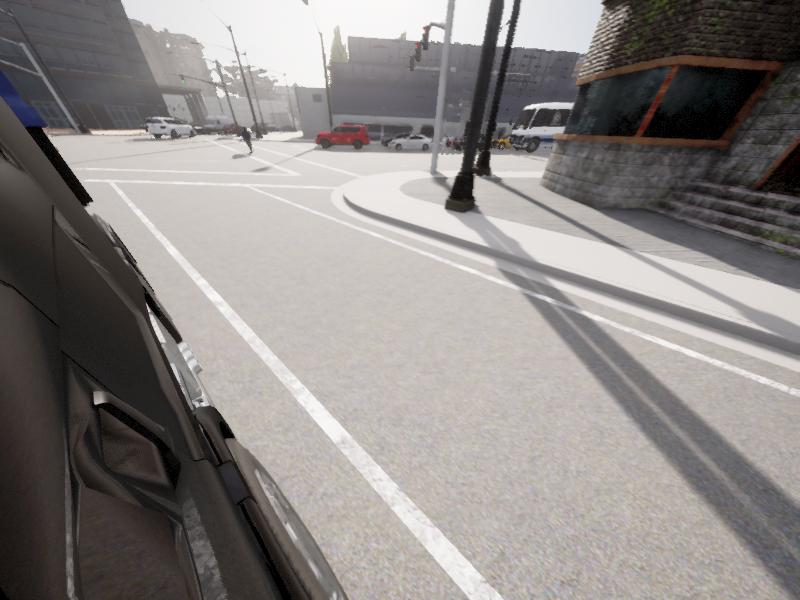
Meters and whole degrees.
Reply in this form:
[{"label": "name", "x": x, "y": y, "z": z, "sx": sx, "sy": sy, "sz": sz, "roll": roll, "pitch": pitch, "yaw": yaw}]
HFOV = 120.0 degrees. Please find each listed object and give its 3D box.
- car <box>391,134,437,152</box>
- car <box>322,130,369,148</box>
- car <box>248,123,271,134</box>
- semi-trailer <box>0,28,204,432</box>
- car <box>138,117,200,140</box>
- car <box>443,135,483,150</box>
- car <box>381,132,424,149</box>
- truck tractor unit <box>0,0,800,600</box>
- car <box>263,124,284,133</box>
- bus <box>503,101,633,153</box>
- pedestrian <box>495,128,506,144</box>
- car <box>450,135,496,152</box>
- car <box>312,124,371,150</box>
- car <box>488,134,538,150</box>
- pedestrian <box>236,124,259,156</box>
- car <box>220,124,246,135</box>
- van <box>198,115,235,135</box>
[{"label": "car", "x": 1.364, "y": -16.945, "z": 24.862, "sx": 4.674, "sy": 1.442, "sz": 1.812, "roll": -2, "pitch": 37, "yaw": -4}, {"label": "car", "x": -6.219, "y": -18.885, "z": 27.030, "sx": 5.008, "sy": 1.535, "sz": 1.882, "roll": -1, "pitch": 37, "yaw": -5}, {"label": "car", "x": -29.694, "y": -36.360, "z": 48.956, "sx": 1.930, "sy": 1.638, "sz": 5.238, "roll": -1, "pitch": 37, "yaw": -4}, {"label": "semi-trailer", "x": -8.844, "y": -3.492, "z": 4.092, "sx": 14.254, "sy": 4.402, "sz": 2.717, "roll": 26, "pitch": 43, "yaw": 28}, {"label": "car", "x": -27.994, "y": -21.044, "z": 28.355, "sx": 2.150, "sy": 2.045, "sz": 5.566, "roll": 0, "pitch": 36, "yaw": -4}, {"label": "car", "x": 7.546, "y": -19.240, "z": 28.144, "sx": 4.181, "sy": 1.385, "sz": 1.994, "roll": -1, "pitch": 37, "yaw": -3}, {"label": "car", "x": 0.241, "y": -19.040, "z": 27.568, "sx": 4.892, "sy": 1.490, "sz": 1.837, "roll": -2, "pitch": 37, "yaw": -4}, {"label": "truck tractor unit", "x": -2.645, "y": -0.295, "z": 0.351, "sx": 6.516, "sy": 4.208, "sz": 3.053, "roll": 28, "pitch": 44, "yaw": 30}, {"label": "car", "x": -29.765, "y": -40.585, "z": 54.570, "sx": 1.930, "sy": 1.638, "sz": 5.238, "roll": 2, "pitch": 37, "yaw": 0}, {"label": "bus", "x": 17.556, "y": -18.633, "z": 25.095, "sx": 10.273, "sy": 4.253, "sz": 3.944, "roll": -3, "pitch": 37, "yaw": -4}, {"label": "pedestrian", "x": 14.656, "y": -23.941, "z": 33.788, "sx": 0.751, "sy": 1.860, "sz": 0.751, "roll": -8, "pitch": 38, "yaw": -14}, {"label": "car", "x": 7.909, "y": -17.190, "z": 25.346, "sx": 4.193, "sy": 1.474, "sz": 1.816, "roll": -2, "pitch": 37, "yaw": -4}, {"label": "car", "x": -5.905, "y": -16.983, "z": 24.088, "sx": 5.566, "sy": 2.045, "sz": 2.150, "roll": -1, "pitch": 37, "yaw": -5}, {"label": "car", "x": 13.880, "y": -19.575, "z": 28.558, "sx": 5.008, "sy": 1.535, "sz": 1.882, "roll": -3, "pitch": 37, "yaw": -4}, {"label": "pedestrian", "x": -11.233, "y": -11.795, "z": 17.068, "sx": 0.751, "sy": 1.860, "sz": 0.751, "roll": -28, "pitch": 47, "yaw": -34}, {"label": "car", "x": -28.943, "y": -29.676, "z": 40.247, "sx": 1.816, "sy": 1.474, "sz": 4.193, "roll": -1, "pitch": 37, "yaw": -4}, {"label": "van", "x": -32.518, "y": -31.174, "z": 41.154, "sx": 1.988, "sy": 2.561, "sz": 5.915, "roll": -1, "pitch": 37, "yaw": -4}]
